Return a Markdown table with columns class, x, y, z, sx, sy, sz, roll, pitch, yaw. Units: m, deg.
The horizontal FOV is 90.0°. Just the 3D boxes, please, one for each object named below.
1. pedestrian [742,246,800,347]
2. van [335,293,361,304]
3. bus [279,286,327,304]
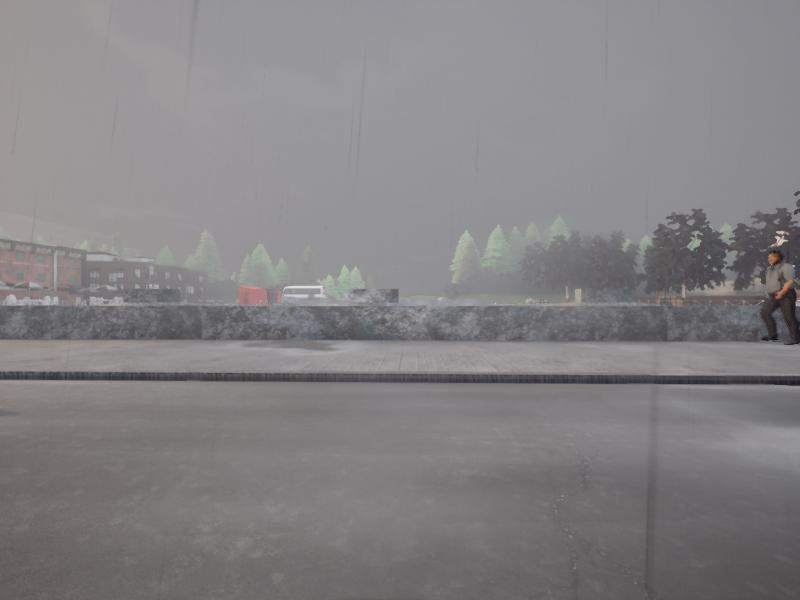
| class | x | y | z | sx | sy | sz | roll | pitch | yaw |
| --- | --- | --- | --- | --- | --- | --- | --- | --- | --- |
| pedestrian | 7.304 | -0.067 | 7.732 | 0.751 | 1.860 | 0.751 | 0 | 0 | 3 |
| van | -12.113 | -0.300 | 93.605 | 5.915 | 2.561 | 1.988 | 0 | 0 | 2 |
| bus | -22.733 | -1.139 | 93.829 | 10.273 | 4.253 | 3.944 | 0 | 0 | 2 |
